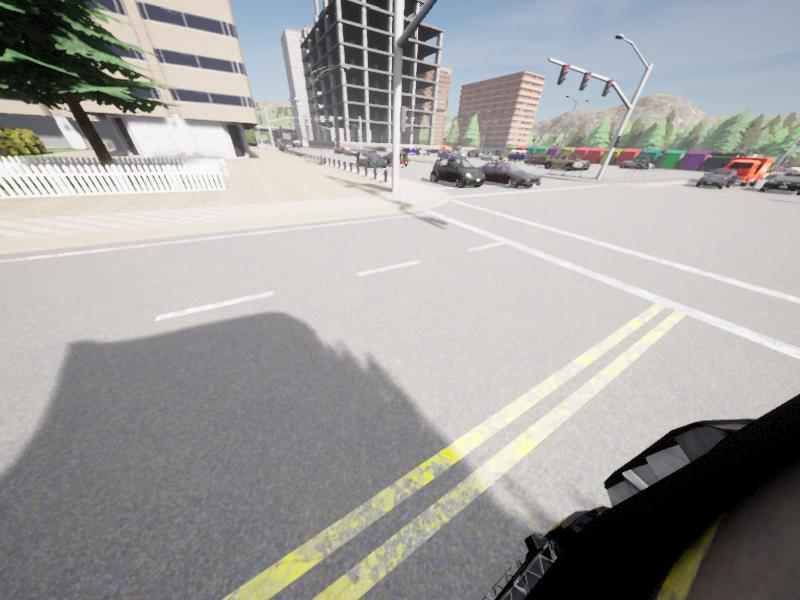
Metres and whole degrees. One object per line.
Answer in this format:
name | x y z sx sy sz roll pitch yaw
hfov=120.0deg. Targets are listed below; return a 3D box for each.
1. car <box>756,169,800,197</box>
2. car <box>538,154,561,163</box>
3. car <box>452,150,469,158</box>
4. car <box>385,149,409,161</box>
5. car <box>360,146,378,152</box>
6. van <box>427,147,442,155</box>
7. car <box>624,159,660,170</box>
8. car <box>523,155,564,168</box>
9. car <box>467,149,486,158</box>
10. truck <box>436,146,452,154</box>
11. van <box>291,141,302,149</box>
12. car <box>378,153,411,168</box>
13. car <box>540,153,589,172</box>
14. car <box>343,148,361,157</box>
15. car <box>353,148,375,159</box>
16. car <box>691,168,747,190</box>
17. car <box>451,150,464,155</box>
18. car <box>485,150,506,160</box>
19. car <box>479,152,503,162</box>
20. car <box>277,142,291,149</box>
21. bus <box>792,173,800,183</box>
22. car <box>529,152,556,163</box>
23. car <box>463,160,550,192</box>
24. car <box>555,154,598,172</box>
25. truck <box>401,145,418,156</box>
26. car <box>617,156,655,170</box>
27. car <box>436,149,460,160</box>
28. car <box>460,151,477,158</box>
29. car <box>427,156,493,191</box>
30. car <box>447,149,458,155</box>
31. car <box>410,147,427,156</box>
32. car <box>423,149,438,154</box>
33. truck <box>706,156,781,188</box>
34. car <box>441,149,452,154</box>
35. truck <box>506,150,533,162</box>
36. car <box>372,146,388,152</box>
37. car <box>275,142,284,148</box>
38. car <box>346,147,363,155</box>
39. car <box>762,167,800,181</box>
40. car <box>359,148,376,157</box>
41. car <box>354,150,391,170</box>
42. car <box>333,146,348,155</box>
car | 32.413 -9.767 19.133 5.027 1.651 2.152 -16 38 -26
car | 35.000 -33.222 54.223 1.784 1.438 3.905 -16 38 -26
car | 15.335 -37.168 58.885 1.970 1.475 3.806 -16 38 -26
car | -0.602 -24.572 39.165 1.882 1.535 5.008 -16 38 -26
car | -10.308 -50.366 77.011 5.357 1.411 2.033 -16 38 -26
van | 11.608 -50.290 77.853 4.480 2.038 2.069 -16 38 -26
car | 43.723 -24.517 41.845 1.970 1.475 3.806 -16 38 -26
car | 23.374 -22.739 37.838 2.033 1.415 5.357 -16 38 -26
car | 20.151 -38.795 61.197 1.932 1.855 4.605 -16 38 -26
truck | 17.294 -58.913 90.718 5.204 2.467 2.627 -16 38 -26
van | -32.368 -48.461 72.328 2.069 2.038 4.480 -16 38 -26
car | -0.761 -16.871 27.863 1.895 1.301 4.718 -16 38 -26
car | 21.708 -18.350 30.746 1.932 1.855 4.605 -16 38 -26
car | -9.669 -29.562 46.243 1.895 1.301 4.718 -16 38 -26
car | -6.471 -26.477 41.677 2.163 1.488 4.792 -16 38 -26
car | 28.171 -10.758 20.418 3.633 1.501 1.845 -16 38 -25
car | 20.434 -52.686 82.468 3.988 1.617 1.851 -16 38 -26
car | 22.190 -33.777 53.836 1.905 1.878 3.866 -16 38 -26
car | 17.868 -28.212 45.667 1.970 1.475 3.806 -16 38 -26
car | -35.289 -47.026 70.391 2.038 1.542 4.974 0 34 -3
bus | 56.904 -17.426 29.825 10.273 4.253 3.944 -15 38 -24
car | 32.467 -32.701 52.900 1.932 1.855 4.605 -16 38 -26
car | 7.357 -9.099 16.693 2.033 1.411 5.357 -18 39 -28
car | 24.241 -19.048 31.960 1.905 1.878 3.866 -16 38 -26
truck | 2.284 -37.754 58.296 2.069 2.038 4.478 -16 38 -26
car | 41.219 -23.994 40.468 1.905 1.878 3.866 -16 38 -26
car | 9.789 -30.059 47.766 2.242 1.667 4.611 -16 38 -26
car | 17.844 -37.921 60.118 1.784 1.438 3.905 -16 38 -26
car | 3.838 -8.585 15.503 1.851 1.617 3.988 -16 38 -26
car | 19.430 -54.662 85.320 3.633 1.501 1.845 -16 38 -26
car | 4.753 -38.437 59.650 1.932 1.855 4.605 -16 38 -26
car | 10.705 -52.036 80.935 4.902 1.511 2.128 -16 38 -26
truck | 34.132 -12.798 23.028 5.204 2.467 2.627 -15 37 -25
car | 17.707 -56.336 87.868 3.806 1.475 1.970 -16 38 -26
truck | 25.382 -30.688 49.255 2.069 2.038 4.478 -16 38 -26
car | -6.598 -49.317 75.442 4.892 1.490 1.837 -16 38 -26
car | -41.885 -53.829 80.075 2.033 1.649 4.856 -16 38 -26
car | -10.431 -34.237 53.091 2.033 1.411 5.357 -16 38 -26
car | 54.004 -17.835 32.646 5.366 1.575 1.801 -15 38 -24
car | -6.792 -30.652 47.928 1.812 1.442 4.674 -16 38 -26
car | -3.096 -15.407 25.305 2.038 1.542 4.974 -16 38 -26
car | -13.168 -33.081 51.138 1.812 1.442 4.674 -16 38 -26
